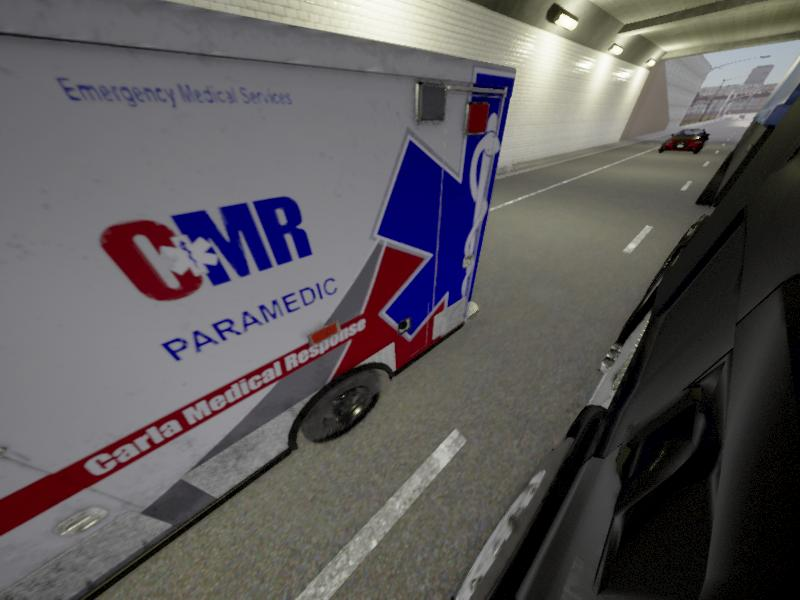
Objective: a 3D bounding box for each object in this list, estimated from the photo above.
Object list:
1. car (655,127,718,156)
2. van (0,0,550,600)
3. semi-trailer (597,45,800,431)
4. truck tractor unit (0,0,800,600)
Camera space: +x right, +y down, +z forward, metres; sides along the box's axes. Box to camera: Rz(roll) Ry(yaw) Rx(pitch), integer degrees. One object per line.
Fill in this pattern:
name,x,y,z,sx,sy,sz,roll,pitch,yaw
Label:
car,20.248,-11.249,16.333,4.181,1.385,1.994,-28,44,-30
van,-2.196,0.263,1.350,6.366,2.431,2.351,-28,44,-30
semi-trailer,8.702,-3.588,4.245,14.254,4.402,2.717,-28,44,-30
truck tractor unit,2.645,-0.295,0.351,6.516,4.208,3.053,-28,44,-30
